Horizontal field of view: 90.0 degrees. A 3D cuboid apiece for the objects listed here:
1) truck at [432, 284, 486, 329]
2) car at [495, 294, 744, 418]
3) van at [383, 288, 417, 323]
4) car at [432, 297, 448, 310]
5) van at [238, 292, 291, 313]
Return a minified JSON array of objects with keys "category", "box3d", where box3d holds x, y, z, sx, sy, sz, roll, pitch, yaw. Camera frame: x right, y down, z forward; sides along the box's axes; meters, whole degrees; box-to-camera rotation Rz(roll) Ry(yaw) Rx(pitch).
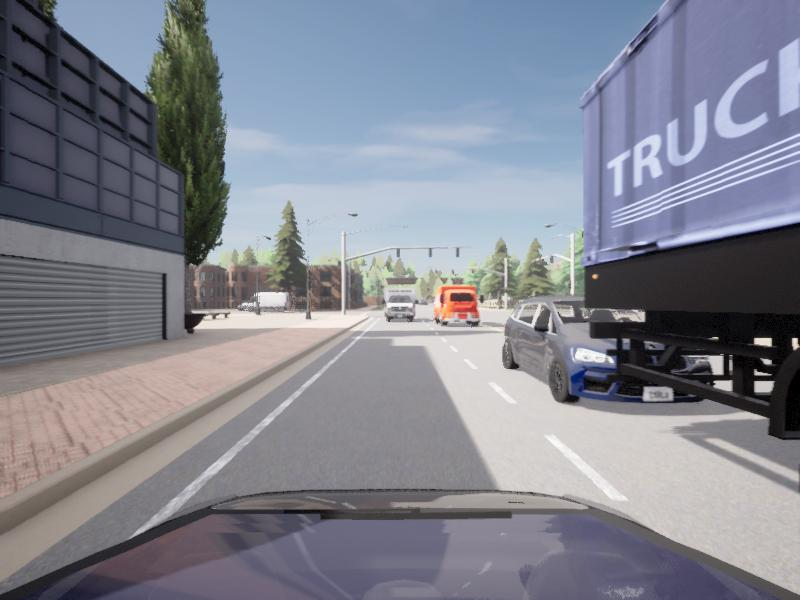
[{"category":"truck","box3d":[3.504,0.365,24.899,2.627,2.467,5.204,0,0,0]},{"category":"car","box3d":[3.498,0.760,7.689,2.242,1.667,4.611,0,0,0]},{"category":"van","box3d":[0.002,0.388,30.410,2.351,2.431,6.366,0,0,0]},{"category":"car","box3d":[7.007,0.594,70.755,2.150,2.045,5.566,0,0,0]},{"category":"van","box3d":[-16.952,0.338,50.297,5.915,2.561,1.988,0,0,-1]}]
